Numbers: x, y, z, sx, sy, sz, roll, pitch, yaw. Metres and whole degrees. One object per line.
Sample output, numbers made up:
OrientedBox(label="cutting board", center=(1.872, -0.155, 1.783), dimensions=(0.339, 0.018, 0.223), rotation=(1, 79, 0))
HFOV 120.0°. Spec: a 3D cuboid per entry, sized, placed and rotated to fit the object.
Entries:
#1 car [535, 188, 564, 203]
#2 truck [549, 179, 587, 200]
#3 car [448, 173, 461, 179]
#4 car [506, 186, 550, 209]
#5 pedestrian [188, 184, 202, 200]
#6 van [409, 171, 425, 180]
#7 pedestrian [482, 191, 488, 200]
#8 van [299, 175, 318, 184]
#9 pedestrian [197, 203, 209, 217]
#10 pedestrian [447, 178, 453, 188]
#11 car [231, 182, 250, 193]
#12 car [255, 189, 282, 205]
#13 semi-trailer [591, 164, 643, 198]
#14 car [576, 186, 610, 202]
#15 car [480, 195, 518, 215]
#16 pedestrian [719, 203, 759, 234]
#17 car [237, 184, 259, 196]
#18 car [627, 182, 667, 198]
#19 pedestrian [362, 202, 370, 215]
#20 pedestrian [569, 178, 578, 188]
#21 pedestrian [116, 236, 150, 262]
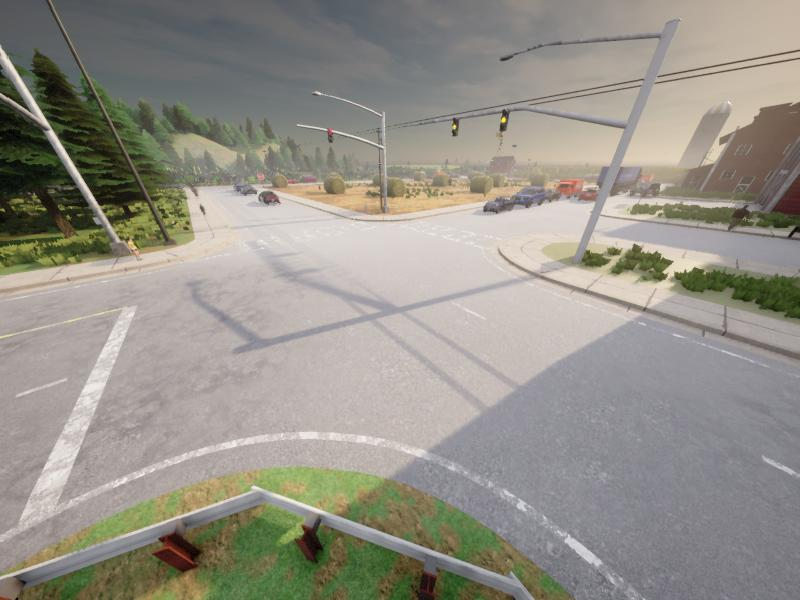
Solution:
OrientedBox(label="car", center=(20.426, -14.296, 31.502), dimensions=(3.705, 1.549, 1.789), rotation=(-23, 37, -34))
OrientedBox(label="truck", center=(25.372, -16.811, 34.938), dimensions=(5.204, 2.467, 2.627), rotation=(-23, 37, -34))
OrientedBox(label="car", center=(21.931, -49.974, 93.043), dimensions=(4.553, 1.767, 2.097), rotation=(-20, 36, -31))
OrientedBox(label="car", center=(15.392, -12.350, 27.640), dimensions=(5.566, 2.045, 2.150), rotation=(-23, 37, -34))
OrientedBox(label="pedestrian", center=(-28.427, -14.999, 32.114), dimensions=(0.751, 1.860, 0.751), rotation=(23, 37, 34))
OrientedBox(label="van", center=(6.410, -46.691, 86.611), dimensions=(5.915, 2.561, 1.988), rotation=(-20, 36, -31))
OrientedBox(label="pedestrian", center=(11.724, -14.443, 31.860), dimensions=(0.500, 1.100, 0.500), rotation=(16, 34, 26))
OrientedBox(label="van", center=(-26.052, -34.335, 65.762), dimensions=(4.442, 1.987, 1.775), rotation=(-20, 36, -31))
OrientedBox(label="pedestrian", center=(-18.161, -8.307, 21.283), dimensions=(0.500, 1.100, 0.500), rotation=(-21, 36, -32))
OrientedBox(label="pedestrian", center=(10.709, -25.052, 49.466), dimensions=(0.751, 1.860, 0.751), rotation=(-2, 30, -3))
OrientedBox(label="car", center=(-30.385, -21.484, 44.022), dimensions=(1.882, 1.535, 5.008), rotation=(-22, 37, -34))
OrientedBox(label="car", center=(-17.269, -13.506, 30.267), dimensions=(1.816, 1.474, 4.193), rotation=(-22, 37, -33))
OrientedBox(label="semi-trailer", center=(36.756, -20.245, 38.908), dimensions=(14.254, 4.402, 2.717), rotation=(-23, 37, -34))
OrientedBox(label="car", center=(27.191, -14.965, 32.504), dimensions=(4.611, 1.667, 2.242), rotation=(-24, 37, -34))
OrientedBox(label="car", center=(10.235, -9.931, 23.957), dimensions=(3.633, 1.501, 1.845), rotation=(-23, 37, -34))
OrientedBox(label="pedestrian", center=(23.065, -5.567, 15.781), dimensions=(0.751, 1.860, 0.751), rotation=(26, 39, 37))
OrientedBox(label="car", center=(-25.908, -18.765, 39.320), dimensions=(2.038, 1.542, 4.974), rotation=(-22, 37, -33))
OrientedBox(label="car", center=(37.519, -16.849, 35.271), dimensions=(1.905, 1.878, 3.866), rotation=(-2, 28, 9))
OrientedBox(label="pedestrian", center=(-3.226, -8.651, 21.878), dimensions=(0.500, 1.100, 0.500), rotation=(-13, 33, -22))
OrientedBox(label="pedestrian", center=(37.215, -25.125, 49.598), dimensions=(0.751, 1.860, 0.751), rotation=(-18, 35, -29))
OrientedBox(label="pedestrian", center=(-12.811, -2.467, 11.114), dimensions=(0.500, 1.100, 0.500), rotation=(-8, 31, -13))
